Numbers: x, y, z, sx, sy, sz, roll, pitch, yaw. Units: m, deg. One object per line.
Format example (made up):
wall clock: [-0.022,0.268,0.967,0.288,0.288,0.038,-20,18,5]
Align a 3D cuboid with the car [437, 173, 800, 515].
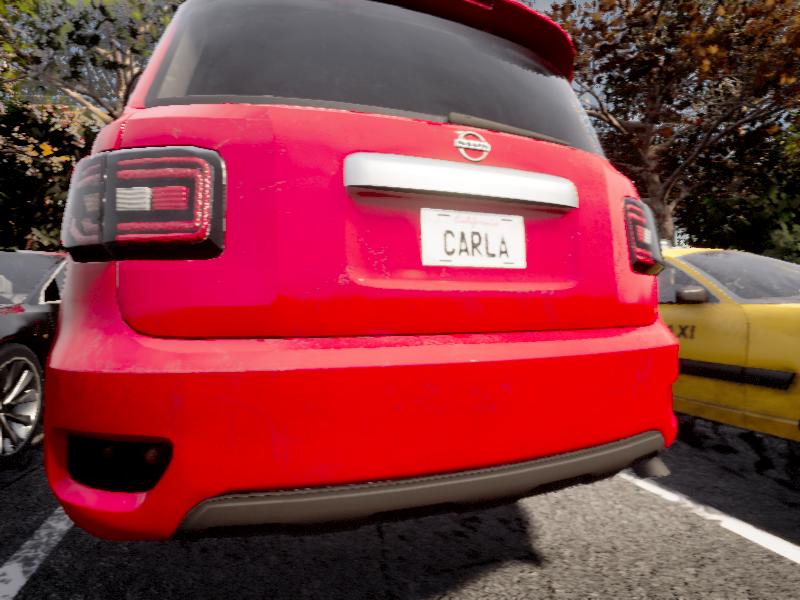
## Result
car: [2.337,0.225,3.333,1.946,1.575,5.366,1,-1,-20]

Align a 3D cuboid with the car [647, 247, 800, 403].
car: [5.238,0.233,3.502,2.231,1.521,4.892,0,-1,-20]

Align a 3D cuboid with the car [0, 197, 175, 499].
car: [-3.665,0.256,3.498,2.163,1.488,4.792,1,-1,-20]

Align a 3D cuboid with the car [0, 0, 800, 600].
car: [-0.715,-0.022,3.540,2.435,2.045,5.566,0,-1,-20]
